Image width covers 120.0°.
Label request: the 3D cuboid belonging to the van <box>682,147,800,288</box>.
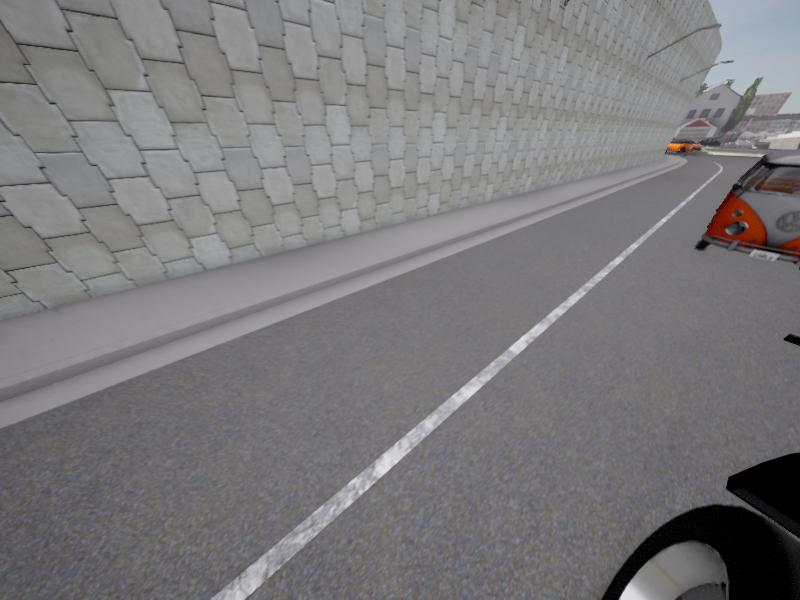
[{"bbox_3d":[8.528,-2.098,5.090,4.442,1.987,1.775,-24,42,-30],"label":"van"}]

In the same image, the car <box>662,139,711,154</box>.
[{"bbox_3d":[43.936,-23.747,35.674,2.097,1.767,4.553,4,35,7],"label":"car"}]

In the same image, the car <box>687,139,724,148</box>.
[{"bbox_3d":[68.136,-34.913,51.552,4.892,1.490,1.837,3,35,5],"label":"car"}]

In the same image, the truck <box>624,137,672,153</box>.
[{"bbox_3d":[41.108,-26.015,38.643,2.390,2.098,6.274,7,36,10],"label":"truck"}]
